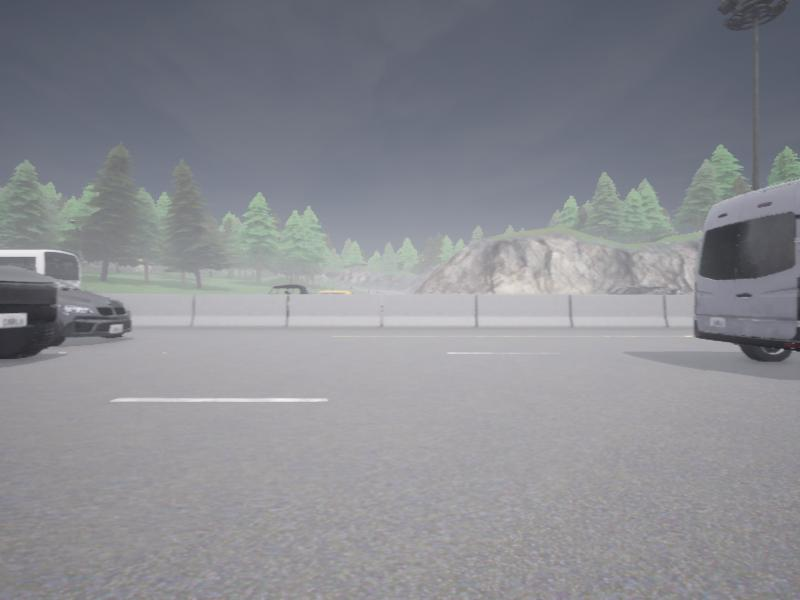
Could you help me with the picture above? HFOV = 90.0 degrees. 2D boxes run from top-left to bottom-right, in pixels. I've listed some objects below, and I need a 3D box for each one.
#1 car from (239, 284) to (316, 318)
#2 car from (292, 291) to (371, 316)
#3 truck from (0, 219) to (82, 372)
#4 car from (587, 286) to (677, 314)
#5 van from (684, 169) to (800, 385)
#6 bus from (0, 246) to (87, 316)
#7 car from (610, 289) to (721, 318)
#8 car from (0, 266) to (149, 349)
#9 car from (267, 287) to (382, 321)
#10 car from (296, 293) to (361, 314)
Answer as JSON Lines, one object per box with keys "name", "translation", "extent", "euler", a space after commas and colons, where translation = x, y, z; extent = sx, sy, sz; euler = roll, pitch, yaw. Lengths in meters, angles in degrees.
{"name": "car", "translation": [-6.994, 0.037, 23.200], "extent": [3.866, 1.878, 1.905], "euler": [0, 0, 0]}
{"name": "car", "translation": [-4.465, 0.222, 26.699], "extent": [4.974, 1.542, 2.038], "euler": [0, 0, 0]}
{"name": "truck", "translation": [-8.611, -0.069, 5.698], "extent": [6.274, 2.098, 2.390], "euler": [0, 0, 0]}
{"name": "car", "translation": [17.400, -0.015, 30.201], "extent": [5.566, 2.045, 2.150], "euler": [0, 0, 0]}
{"name": "van", "translation": [7.710, -0.270, 5.698], "extent": [5.915, 2.561, 1.988], "euler": [0, 0, 0]}
{"name": "bus", "translation": [-27.444, -1.168, 26.574], "extent": [10.273, 4.253, 3.944], "euler": [0, 0, 0]}
{"name": "car", "translation": [15.232, 0.197, 23.201], "extent": [5.027, 1.651, 2.152], "euler": [0, 0, 0]}
{"name": "car", "translation": [-8.786, 0.145, 9.201], "extent": [4.611, 1.667, 2.242], "euler": [0, 0, 0]}
{"name": "car", "translation": [-3.589, 0.196, 19.699], "extent": [5.366, 1.575, 1.801], "euler": [0, 0, 0]}
{"name": "car", "translation": [-5.315, 0.221, 30.198], "extent": [4.514, 1.525, 2.007], "euler": [0, 0, 0]}
